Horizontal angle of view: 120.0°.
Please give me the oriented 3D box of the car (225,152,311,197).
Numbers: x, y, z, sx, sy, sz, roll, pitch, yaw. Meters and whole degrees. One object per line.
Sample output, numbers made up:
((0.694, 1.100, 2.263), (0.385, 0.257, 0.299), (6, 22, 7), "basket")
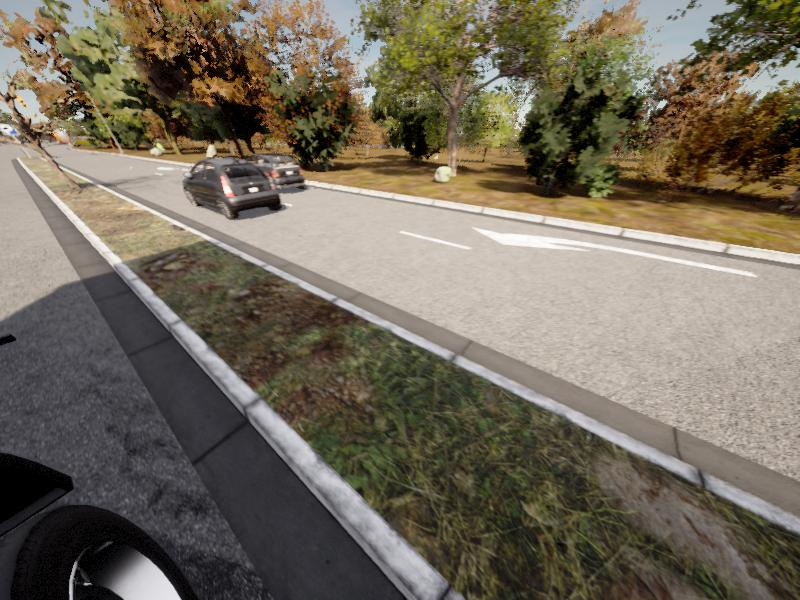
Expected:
((-6.465, -6.300, 11.384), (3.705, 1.549, 1.789), (22, 41, 28), "car")

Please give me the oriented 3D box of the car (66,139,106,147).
((-76.438, -38.322, 56.363), (1.946, 1.575, 5.366), (13, 37, 18), "car")

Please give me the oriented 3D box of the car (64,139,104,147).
((-78.786, -39.260, 57.681), (1.946, 1.575, 5.366), (14, 37, 17), "car")

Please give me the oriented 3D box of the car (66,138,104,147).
((-74.290, -37.182, 54.533), (2.185, 1.767, 4.553), (13, 36, 17), "car")

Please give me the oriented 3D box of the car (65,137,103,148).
((-72.075, -36.101, 52.829), (1.878, 1.987, 4.442), (13, 36, 17), "car")

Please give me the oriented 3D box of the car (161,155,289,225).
((-6.178, -4.095, 8.217), (3.988, 1.617, 1.851), (22, 41, 28), "car")
